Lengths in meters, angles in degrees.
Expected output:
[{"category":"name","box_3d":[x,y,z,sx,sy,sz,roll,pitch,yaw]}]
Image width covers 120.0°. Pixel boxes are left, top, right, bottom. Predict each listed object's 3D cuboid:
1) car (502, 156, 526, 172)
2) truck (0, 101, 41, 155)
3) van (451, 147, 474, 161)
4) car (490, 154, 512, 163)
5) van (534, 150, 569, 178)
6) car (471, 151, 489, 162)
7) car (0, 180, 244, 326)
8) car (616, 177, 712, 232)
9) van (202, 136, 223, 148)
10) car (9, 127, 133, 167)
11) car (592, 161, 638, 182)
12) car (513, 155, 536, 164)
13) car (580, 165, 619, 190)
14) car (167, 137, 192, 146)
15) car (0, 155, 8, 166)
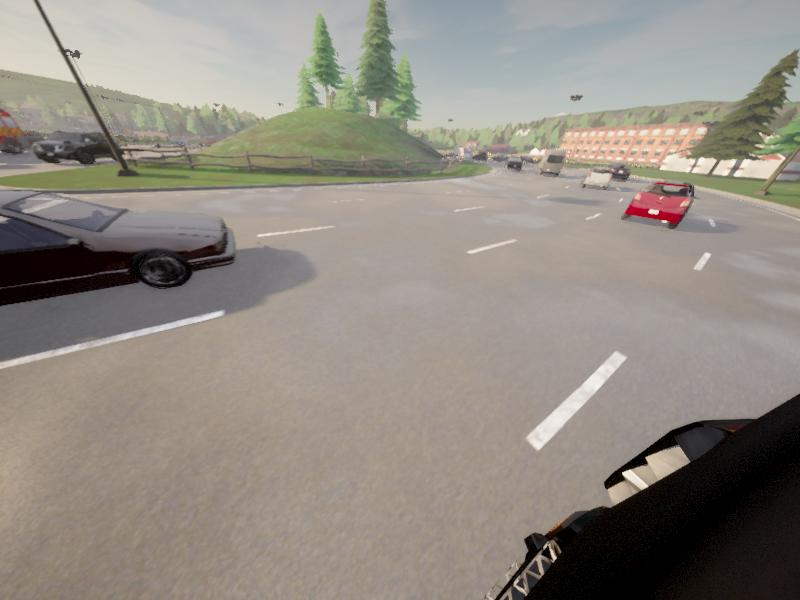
[{"category":"car","box_3d":[16.317,-19.747,33.353,1.930,1.638,5.238,11,35,10]},{"category":"truck","box_3d":[-34.822,-13.218,17.467,2.891,3.827,8.468,-6,35,-14]},{"category":"van","box_3d":[14.546,-34.339,54.357,2.351,2.431,6.366,-6,35,-13]},{"category":"car","box_3d":[24.736,-34.842,56.821,2.128,1.511,4.902,-6,35,-13]},{"category":"van","box_3d":[18.233,-16.691,28.123,1.988,2.561,5.915,15,35,15]},{"category":"car","box_3d":[18.485,-33.107,53.313,1.905,1.878,3.866,-6,35,-13]},{"category":"car","box_3d":[-5.674,-0.762,3.360,5.357,1.411,2.033,-18,39,-28]},{"category":"car","box_3d":[11.028,-4.139,9.648,3.633,1.501,1.845,-23,42,-33]},{"category":"van","box_3d":[-42.050,-35.502,51.915,1.775,1.987,4.442,-6,35,-14]},{"category":"car","box_3d":[-23.684,-11.380,17.215,2.150,2.045,5.566,-6,35,-14]},{"category":"car","box_3d":[25.093,-15.208,27.238,2.242,1.667,4.611,13,35,14]},{"category":"car","box_3d":[29.173,-32.894,54.210,1.837,1.490,4.892,-6,35,-13]},{"category":"car","box_3d":[16.553,-10.352,19.401,1.845,1.501,3.633,22,38,25]},{"category":"car","box_3d":[-49.258,-35.507,51.749,2.038,1.542,4.974,-6,35,-14]},{"category":"car","box_3d":[-25.843,-8.216,12.817,1.970,1.475,3.806,-7,35,-15]}]
